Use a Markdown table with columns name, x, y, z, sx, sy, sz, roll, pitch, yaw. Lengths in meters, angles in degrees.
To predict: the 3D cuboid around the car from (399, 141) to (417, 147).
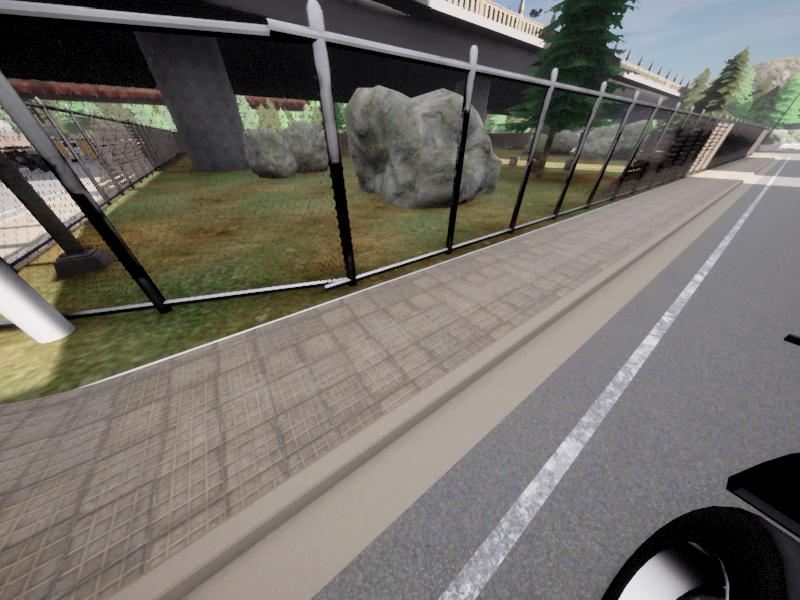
| name | x | y | z | sx | sy | sz | roll | pitch | yaw |
| --- | --- | --- | --- | --- | --- | --- | --- | --- | --- |
| car | 2.385 | -46.849 | 69.307 | 5.238 | 1.638 | 1.930 | -11 | 37 | -15 |
